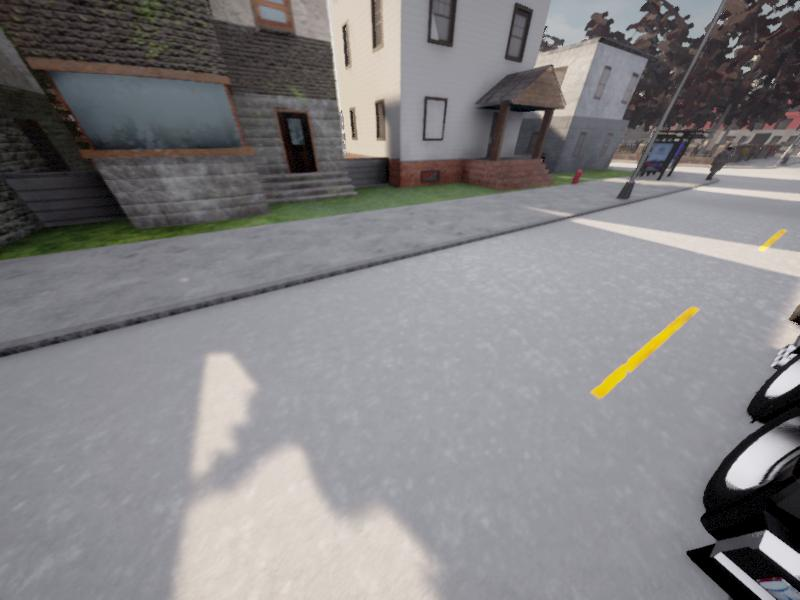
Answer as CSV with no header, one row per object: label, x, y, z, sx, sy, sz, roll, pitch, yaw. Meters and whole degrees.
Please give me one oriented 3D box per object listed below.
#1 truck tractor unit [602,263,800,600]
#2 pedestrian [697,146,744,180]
truck tractor unit,5.113,-0.297,0.789,6.516,4.208,3.053,-18,39,-24
pedestrian,20.879,-8.925,15.109,0.751,1.860,0.751,-3,35,-5
